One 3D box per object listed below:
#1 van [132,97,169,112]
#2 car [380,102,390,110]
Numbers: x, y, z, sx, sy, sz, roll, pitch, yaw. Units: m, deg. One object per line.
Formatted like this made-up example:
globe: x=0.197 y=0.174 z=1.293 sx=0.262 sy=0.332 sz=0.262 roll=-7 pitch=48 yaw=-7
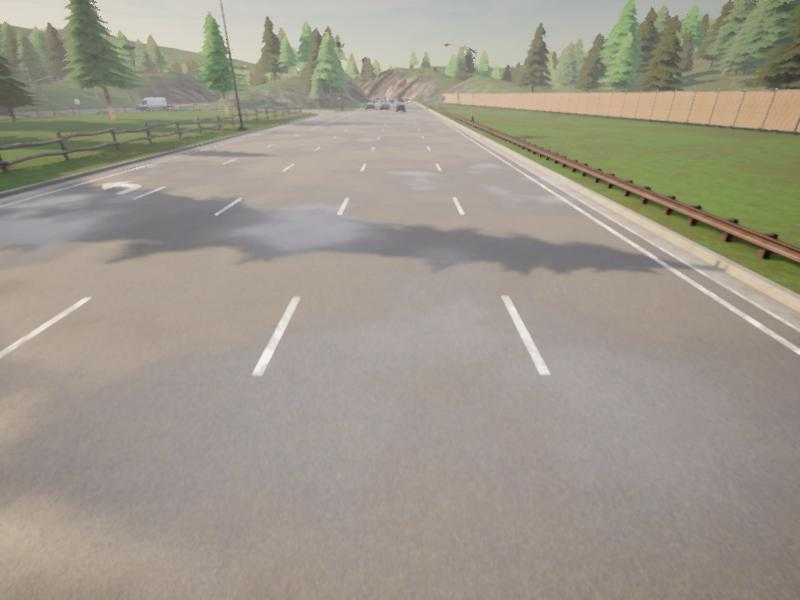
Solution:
van: x=-51.076 y=-40.132 z=82.117 sx=5.915 sy=2.561 sz=1.988 roll=-15 pitch=31 yaw=-26
car: x=-3.301 y=-43.669 z=90.073 sx=1.994 sy=1.385 sz=4.181 roll=0 pitch=27 yaw=0
